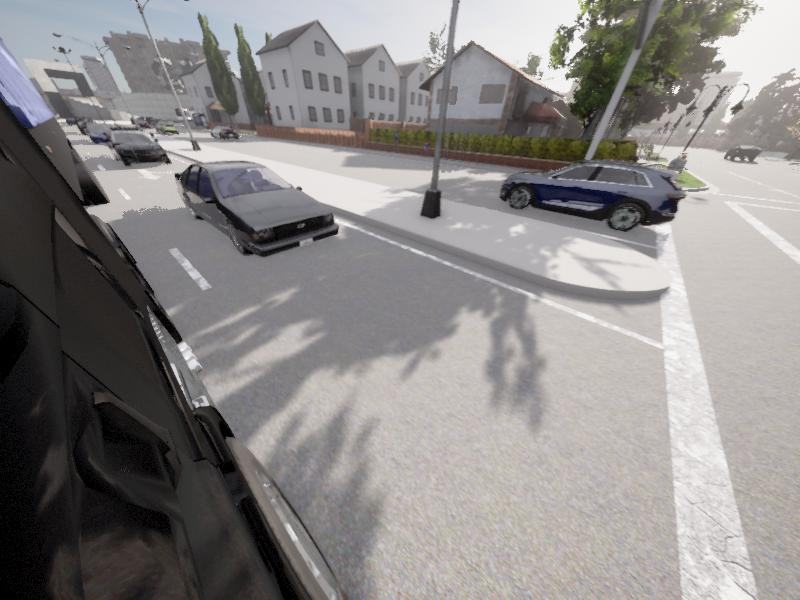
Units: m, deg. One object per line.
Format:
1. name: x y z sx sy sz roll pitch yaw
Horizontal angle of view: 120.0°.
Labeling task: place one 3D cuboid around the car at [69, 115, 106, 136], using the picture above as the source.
1. car: -38.133 -21.348 28.201 3.866 1.878 1.905 28 44 30

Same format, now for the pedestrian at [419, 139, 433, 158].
1. pedestrian: 2.254 -13.198 20.100 0.751 1.300 0.751 29 44 31

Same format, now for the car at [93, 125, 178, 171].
1. car: -14.566 -8.461 12.674 5.238 1.638 1.930 29 44 30

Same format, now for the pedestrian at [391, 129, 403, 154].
1. pedestrian: -0.253 -14.750 21.550 0.751 1.860 0.751 30 44 31

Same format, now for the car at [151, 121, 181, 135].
1. car: -35.337 -25.975 34.886 4.514 1.525 2.007 28 44 30

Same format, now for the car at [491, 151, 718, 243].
1. car: 5.927 -3.629 7.540 4.856 1.649 2.033 28 44 30

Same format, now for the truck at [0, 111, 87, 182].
1. truck: -16.392 -6.845 10.045 6.274 2.098 2.390 28 44 31

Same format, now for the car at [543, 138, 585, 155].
1. car: 20.666 -19.396 29.174 3.806 1.475 1.970 29 44 30

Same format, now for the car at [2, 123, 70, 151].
1. car: -25.725 -11.646 16.445 4.181 1.385 1.994 28 44 30

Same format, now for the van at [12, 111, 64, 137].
1. van: -38.072 -18.622 24.427 4.480 2.038 2.069 28 44 30

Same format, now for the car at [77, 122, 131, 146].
1. car: -26.239 -14.726 20.444 4.792 1.488 2.163 28 44 30

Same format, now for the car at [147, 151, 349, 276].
1. car: -3.838 -2.540 5.644 5.357 1.411 2.033 29 44 30

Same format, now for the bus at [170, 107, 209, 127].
1. bus: -63.408 -55.359 70.145 3.944 4.253 10.273 -5 37 -10

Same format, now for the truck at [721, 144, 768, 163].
1. truck: 54.231 -23.274 36.595 2.390 2.098 6.274 28 44 30

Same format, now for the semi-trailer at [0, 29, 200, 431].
1. semi-trailer: -8.630 -3.655 4.288 14.254 4.402 2.717 29 44 30

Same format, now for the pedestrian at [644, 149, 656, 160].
1. pedestrian: 30.453 -17.714 28.157 0.500 1.100 0.500 29 44 31

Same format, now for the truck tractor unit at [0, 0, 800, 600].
1. truck tractor unit: -2.645 -0.295 0.351 6.516 4.208 3.053 28 44 30

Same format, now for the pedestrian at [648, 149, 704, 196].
1. pedestrian: 13.251 -6.162 11.174 0.751 1.860 0.751 18 39 20

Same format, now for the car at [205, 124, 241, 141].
1. car: -23.539 -22.332 30.763 4.974 1.542 2.038 28 44 30
